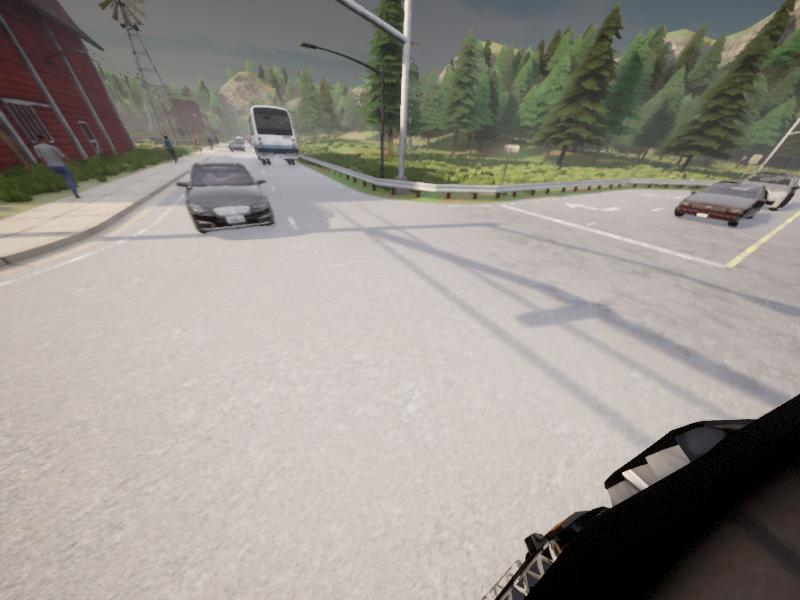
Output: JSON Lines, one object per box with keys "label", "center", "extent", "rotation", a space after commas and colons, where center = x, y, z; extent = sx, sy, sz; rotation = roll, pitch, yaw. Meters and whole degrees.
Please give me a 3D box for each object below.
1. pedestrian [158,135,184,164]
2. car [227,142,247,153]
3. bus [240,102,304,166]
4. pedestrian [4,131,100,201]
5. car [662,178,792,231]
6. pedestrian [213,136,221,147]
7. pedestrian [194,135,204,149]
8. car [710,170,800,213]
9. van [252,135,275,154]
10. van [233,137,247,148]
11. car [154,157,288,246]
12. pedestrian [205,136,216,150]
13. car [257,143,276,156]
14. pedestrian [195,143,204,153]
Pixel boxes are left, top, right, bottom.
{"label": "pedestrian", "center": [-17.925, -11.818, 18.134], "extent": [0.751, 1.860, 0.751], "rotation": [-16, 38, -25]}
{"label": "car", "center": [-26.845, -25.178, 38.045], "extent": [1.994, 1.385, 4.181], "rotation": [-21, 40, -31]}
{"label": "bus", "center": [-13.203, -16.470, 23.521], "extent": [3.944, 4.253, 10.273], "rotation": [-16, 37, -25]}
{"label": "pedestrian", "center": [-11.128, -4.326, 7.520], "extent": [0.751, 1.860, 0.751], "rotation": [-12, 37, -21]}
{"label": "car", "center": [14.118, -4.296, 9.960], "extent": [5.357, 1.411, 2.033], "rotation": [-16, 38, -26]}
{"label": "pedestrian", "center": [-39.539, -34.367, 49.994], "extent": [0.751, 1.860, 0.751], "rotation": [-21, 41, -31]}
{"label": "pedestrian", "center": [-33.769, -26.539, 38.810], "extent": [0.751, 1.860, 0.751], "rotation": [-23, 42, -33]}
{"label": "car", "center": [20.435, -6.235, 13.032], "extent": [4.611, 1.667, 2.242], "rotation": [-16, 38, -25]}
{"label": "van", "center": [-22.580, -25.601, 38.027], "extent": [2.351, 2.431, 6.366], "rotation": [-16, 38, -25]}
{"label": "van", "center": [-38.223, -37.742, 55.246], "extent": [2.069, 2.038, 4.480], "rotation": [-15, 38, -25]}
{"label": "car", "center": [-5.311, -3.363, 7.132], "extent": [2.128, 1.511, 4.902], "rotation": [-19, 39, -28]}
{"label": "pedestrian", "center": [-29.791, -24.645, 36.288], "extent": [0.751, 1.860, 0.751], "rotation": [-19, 40, -29]}
{"label": "car", "center": [-19.552, -22.047, 33.781], "extent": [1.845, 1.501, 3.633], "rotation": [-15, 38, -25]}
{"label": "pedestrian", "center": [-25.489, -19.327, 29.397], "extent": [0.500, 1.100, 0.500], "rotation": [-13, 37, -22]}
